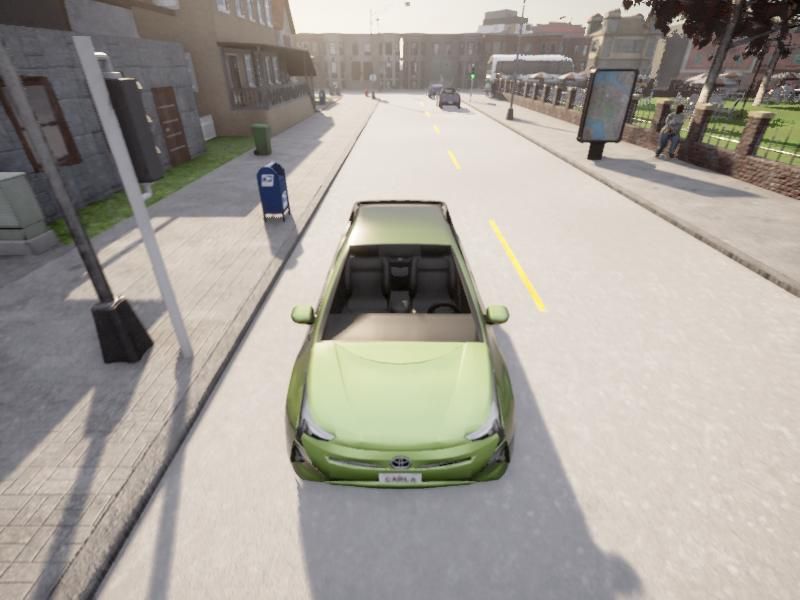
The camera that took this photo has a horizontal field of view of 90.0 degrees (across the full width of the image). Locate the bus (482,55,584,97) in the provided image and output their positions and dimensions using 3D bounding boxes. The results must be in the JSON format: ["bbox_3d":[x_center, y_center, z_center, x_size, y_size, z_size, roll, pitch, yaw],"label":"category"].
[{"bbox_3d":[15.533,-26.674,47.656,10.273,4.253,3.944,0,30,0],"label":"bus"}]

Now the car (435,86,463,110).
[{"bbox_3d":[4.012,-16.837,33.243,1.845,1.501,3.633,0,31,0],"label":"car"}]

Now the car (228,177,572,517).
[{"bbox_3d":[0.001,-0.110,4.668,2.007,1.525,4.514,0,30,0],"label":"car"}]

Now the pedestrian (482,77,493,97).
[{"bbox_3d":[9.289,-22.664,42.598,0.751,1.860,0.751,-3,30,-4],"label":"pedestrian"}]

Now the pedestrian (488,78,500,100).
[{"bbox_3d":[9.139,-20.475,38.859,0.751,1.860,0.751,-4,31,-7],"label":"pedestrian"}]

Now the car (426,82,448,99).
[{"bbox_3d":[3.930,-22.860,43.615,1.812,1.442,4.674,-1,30,-2],"label":"car"}]

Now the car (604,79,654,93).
[{"bbox_3d":[29.476,-27.588,51.605,5.008,1.535,1.882,0,30,0],"label":"car"}]

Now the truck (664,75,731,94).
[{"bbox_3d":[38.211,-27.737,51.539,6.274,2.098,2.390,0,30,0],"label":"truck"}]

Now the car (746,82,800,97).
[{"bbox_3d":[47.303,-26.801,50.783,4.514,1.525,2.007,12,32,20],"label":"car"}]

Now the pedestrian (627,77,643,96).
[{"bbox_3d":[25.707,-23.346,43.783,0.751,1.860,0.751,0,30,0],"label":"pedestrian"}]

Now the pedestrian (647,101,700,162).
[{"bbox_3d":[9.367,-5.779,13.771,0.751,1.860,0.751,0,30,0],"label":"pedestrian"}]
